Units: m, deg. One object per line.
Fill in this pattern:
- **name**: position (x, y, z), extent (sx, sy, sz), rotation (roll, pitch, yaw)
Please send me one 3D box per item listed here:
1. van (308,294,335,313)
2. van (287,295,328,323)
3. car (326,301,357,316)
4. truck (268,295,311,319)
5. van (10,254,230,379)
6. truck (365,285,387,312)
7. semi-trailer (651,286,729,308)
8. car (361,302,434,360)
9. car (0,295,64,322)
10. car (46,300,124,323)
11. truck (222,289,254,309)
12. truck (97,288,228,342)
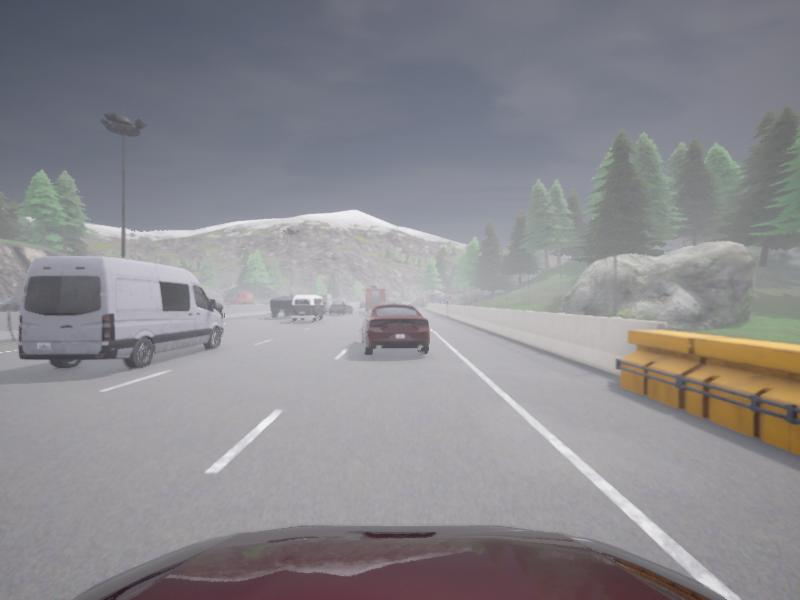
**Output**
- **van**: position (-10.512, 0.492, 54.180), extent (2.351, 2.431, 6.366), rotation (0, 0, 0)
- **van**: position (-7.006, 0.640, 30.804), extent (2.069, 2.038, 4.480), rotation (0, 0, 0)
- **car**: position (-6.525, 0.932, 44.997), extent (2.128, 1.511, 4.902), rotation (0, 0, 8)
- **truck**: position (-10.509, 0.624, 38.666), extent (2.390, 2.098, 6.274), rotation (0, 0, 0)
- **van**: position (-6.997, 0.346, 11.152), extent (1.988, 2.561, 5.915), rotation (0, 0, 0)
- **truck**: position (-3.511, -0.192, 61.070), extent (2.891, 3.827, 8.468), rotation (0, 0, 0)
- **semi-trailer**: position (60.878, -0.635, 84.099), extent (14.254, 4.402, 2.717), rotation (0, 0, 1)
- **car**: position (-0.303, 0.851, 13.428), extent (1.882, 1.535, 5.008), rotation (0, 0, -7)
- **car**: position (-31.507, 0.639, 33.440), extent (2.150, 2.045, 5.566), rotation (0, 0, 0)
- **car**: position (-24.506, 0.847, 31.411), extent (2.152, 1.651, 5.027), rotation (0, 0, 0)
- **truck**: position (-31.527, -0.159, 78.372), extent (2.891, 3.827, 8.468), rotation (0, 0, 0)
- **truck**: position (-10.503, 0.582, 18.559), extent (2.390, 2.098, 6.274), rotation (0, 0, 0)
